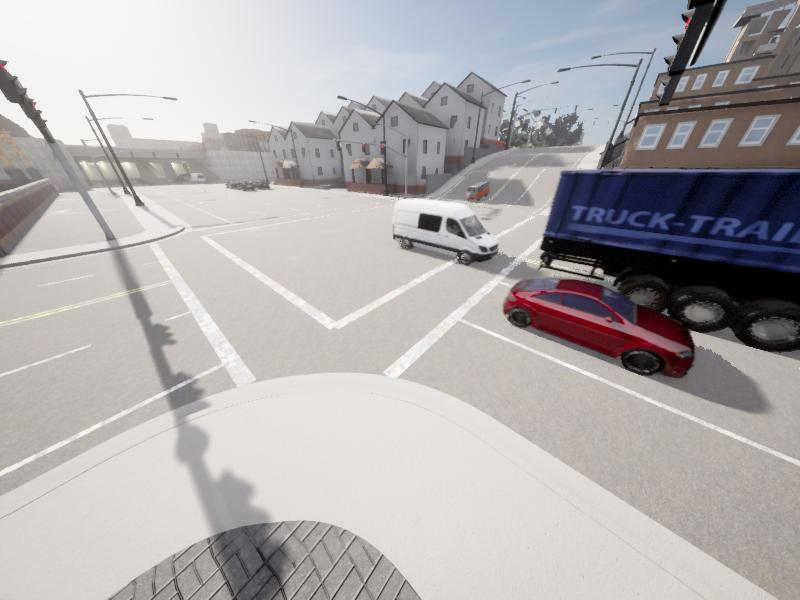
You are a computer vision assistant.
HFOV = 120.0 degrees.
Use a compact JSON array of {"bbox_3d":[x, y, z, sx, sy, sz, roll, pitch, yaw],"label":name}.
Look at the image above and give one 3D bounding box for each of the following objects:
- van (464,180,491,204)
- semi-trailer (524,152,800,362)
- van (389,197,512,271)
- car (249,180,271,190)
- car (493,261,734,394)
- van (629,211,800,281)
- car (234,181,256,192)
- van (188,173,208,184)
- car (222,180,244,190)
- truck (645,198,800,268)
[{"bbox_3d":[10.880,-15.214,32.322,1.775,1.987,4.442,23,46,34],"label":"van"},{"bbox_3d":[11.234,-0.651,5.003,14.254,4.402,2.717,24,38,35],"label":"semi-trailer"},{"bbox_3d":[2.289,-3.786,12.327,5.915,2.561,1.988,24,38,35],"label":"van"},{"bbox_3d":[-29.715,-24.540,49.142,4.611,1.667,2.242,24,38,35],"label":"car"},{"bbox_3d":[5.158,0.319,6.386,4.181,1.385,1.994,24,38,35],"label":"car"},{"bbox_3d":[14.563,-2.824,11.159,4.480,2.038,2.069,24,38,35],"label":"van"},{"bbox_3d":[-30.843,-22.643,46.000,4.514,1.525,2.007,24,38,35],"label":"car"},{"bbox_3d":[-57.253,-34.457,65.407,5.915,2.561,1.988,21,36,32],"label":"van"},{"bbox_3d":[-36.154,-25.040,50.037,5.238,1.638,1.930,23,37,34],"label":"car"},{"bbox_3d":[17.589,-3.927,12.639,5.204,2.467,2.627,25,38,36],"label":"truck"}]
